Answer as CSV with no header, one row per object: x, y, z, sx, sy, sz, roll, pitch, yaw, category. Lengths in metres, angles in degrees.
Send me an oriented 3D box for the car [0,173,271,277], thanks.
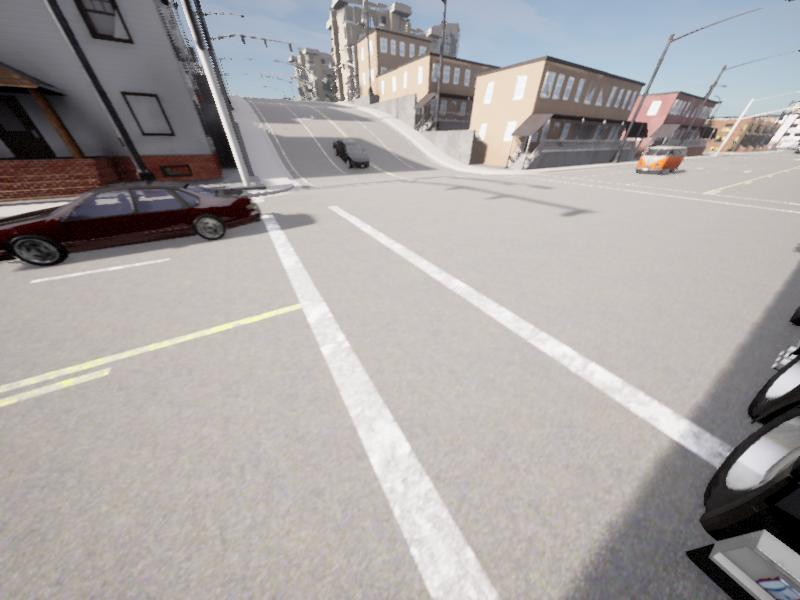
-6.648,-2.233,5.980,5.357,1.411,2.033,-20,39,-26,car

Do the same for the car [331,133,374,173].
-4.323,-13.169,20.520,1.882,1.535,5.008,-19,54,-25,car

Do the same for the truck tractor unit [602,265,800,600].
5.111,-0.297,0.790,6.516,4.208,3.053,-18,39,-24,truck tractor unit

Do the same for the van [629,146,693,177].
21.771,-11.666,19.305,4.442,1.987,1.775,-18,39,-24,van
